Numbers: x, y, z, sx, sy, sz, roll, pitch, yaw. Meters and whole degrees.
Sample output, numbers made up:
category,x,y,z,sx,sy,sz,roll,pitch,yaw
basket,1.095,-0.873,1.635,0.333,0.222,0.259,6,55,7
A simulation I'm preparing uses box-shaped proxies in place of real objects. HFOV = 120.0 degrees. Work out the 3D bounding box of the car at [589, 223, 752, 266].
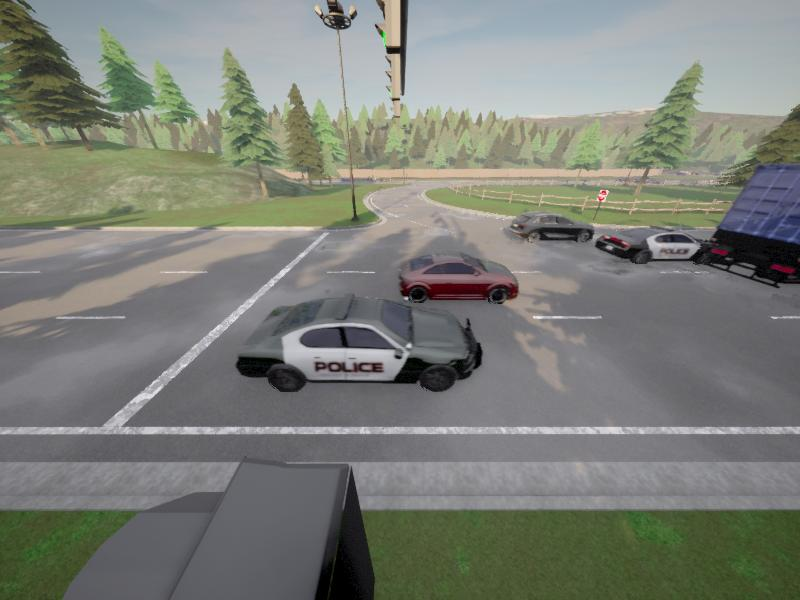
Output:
category,x,y,z,sx,sy,sz,roll,pitch,yaw
car,12.717,-2.753,11.246,4.974,1.542,2.038,0,30,0

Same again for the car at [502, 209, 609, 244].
category,x,y,z,sx,sy,sz,roll,pitch,yaw
car,9.321,-4.545,14.250,4.856,1.649,2.033,0,30,0

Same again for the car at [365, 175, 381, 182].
category,x,y,z,sx,sy,sz,roll,pitch,yaw
car,-8.039,-36.806,69.880,4.605,1.855,1.932,0,30,0

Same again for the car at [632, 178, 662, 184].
category,x,y,z,sx,sy,sz,roll,pitch,yaw
car,65.400,-31.489,61.137,5.357,1.411,2.033,0,30,0

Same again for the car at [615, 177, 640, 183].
category,x,y,z,sx,sy,sz,roll,pitch,yaw
car,66.012,-35.019,67.182,4.792,1.488,2.163,0,30,0

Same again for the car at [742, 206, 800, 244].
category,x,y,z,sx,sy,sz,roll,pitch,yaw
car,25.283,-4.655,14.194,4.605,1.855,1.932,0,30,0

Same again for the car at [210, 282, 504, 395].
category,x,y,z,sx,sy,sz,roll,pitch,yaw
car,-0.724,0.748,5.176,4.974,1.542,2.038,0,30,0

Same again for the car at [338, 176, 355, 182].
category,x,y,z,sx,sy,sz,roll,pitch,yaw
car,-16.186,-36.609,69.960,4.514,1.525,2.007,0,30,0

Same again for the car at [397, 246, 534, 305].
category,x,y,z,sx,sy,sz,roll,pitch,yaw
car,1.992,-0.933,8.252,4.181,1.385,1.994,0,30,0

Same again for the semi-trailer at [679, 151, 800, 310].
category,x,y,z,sx,sy,sz,roll,pitch,yaw
semi-trailer,18.927,-2.257,7.488,14.254,4.402,2.717,0,30,0
